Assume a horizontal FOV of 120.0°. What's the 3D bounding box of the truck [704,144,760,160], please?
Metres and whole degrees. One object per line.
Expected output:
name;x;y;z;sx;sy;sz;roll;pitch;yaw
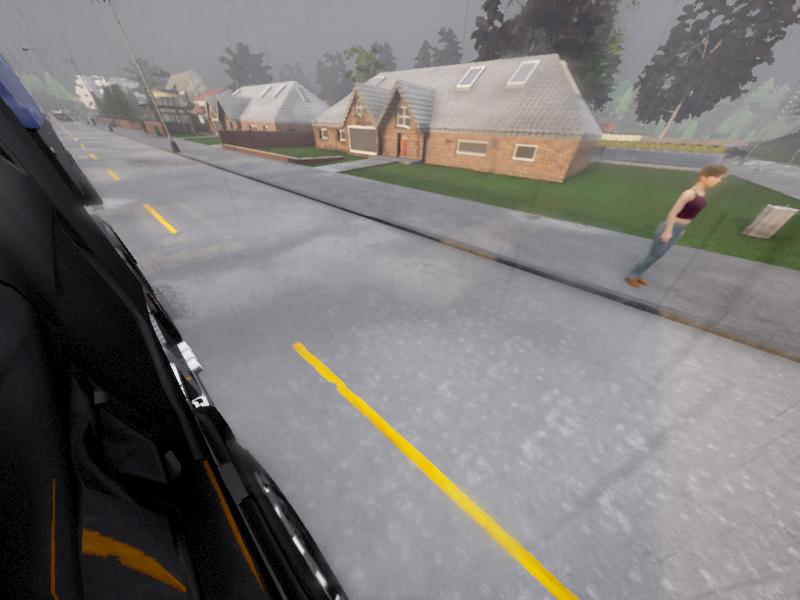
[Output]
truck;59.579;-26.636;41.579;6.274;2.098;2.390;-2;37;-7

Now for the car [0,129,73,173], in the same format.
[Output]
car;-17.848;-7.230;11.041;4.181;1.385;1.994;28;43;30

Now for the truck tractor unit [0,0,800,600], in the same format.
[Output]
truck tractor unit;-2.645;-0.295;0.351;6.516;4.208;3.053;28;44;30

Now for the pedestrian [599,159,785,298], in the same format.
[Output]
pedestrian;4.235;-1.053;3.591;0.751;1.860;0.751;-8;38;-14

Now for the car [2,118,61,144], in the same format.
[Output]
car;-30.929;-14.273;19.489;4.514;1.525;2.007;28;43;30

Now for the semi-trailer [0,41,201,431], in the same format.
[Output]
semi-trailer;-8.699;-3.604;4.229;14.254;4.402;2.717;28;44;30

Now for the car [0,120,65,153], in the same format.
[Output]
car;-24.771;-10.988;15.491;4.514;1.525;2.007;28;43;30
